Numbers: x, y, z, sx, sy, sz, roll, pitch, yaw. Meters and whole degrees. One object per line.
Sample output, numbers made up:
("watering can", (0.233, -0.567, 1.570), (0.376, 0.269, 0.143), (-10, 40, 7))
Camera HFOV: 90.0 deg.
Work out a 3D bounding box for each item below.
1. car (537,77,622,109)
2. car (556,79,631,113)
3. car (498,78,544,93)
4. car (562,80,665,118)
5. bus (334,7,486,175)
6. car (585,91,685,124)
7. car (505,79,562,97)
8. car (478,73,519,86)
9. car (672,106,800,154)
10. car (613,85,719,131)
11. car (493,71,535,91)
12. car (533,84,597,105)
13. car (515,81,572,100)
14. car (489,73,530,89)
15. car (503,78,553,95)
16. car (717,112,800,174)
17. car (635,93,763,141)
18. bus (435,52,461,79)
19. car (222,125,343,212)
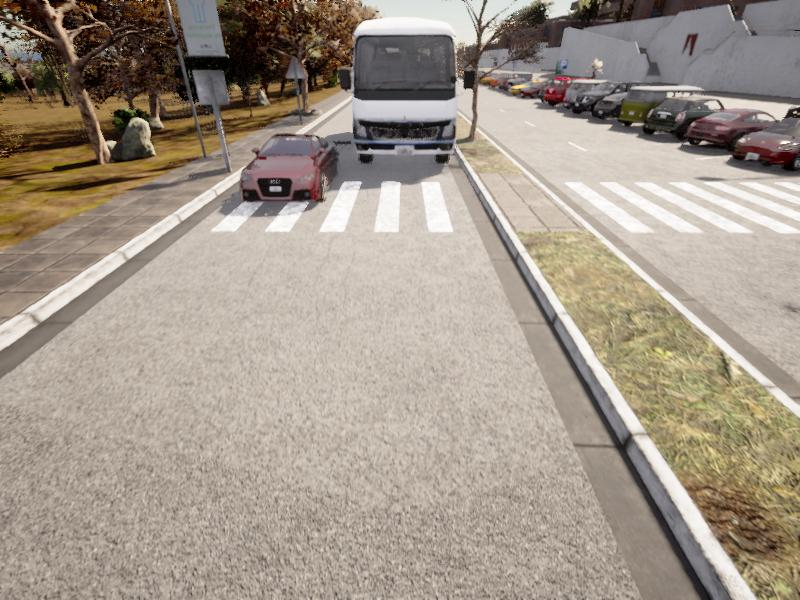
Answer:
("car", (14.146, -16.414, 31.656), (5.566, 2.045, 2.435), (-10, 32, -17))
("car", (13.994, -14.843, 29.051), (4.442, 1.987, 1.878), (-10, 33, -17))
("car", (14.213, -25.358, 47.159), (4.674, 1.452, 2.002), (-10, 33, -17))
("car", (14.061, -13.359, 26.497), (5.566, 2.045, 2.435), (-10, 32, -17))
("bus", (0.285, -8.388, 15.904), (3.944, 4.253, 10.273), (0, 31, 0))
("car", (14.060, -11.630, 24.071), (4.892, 1.521, 2.231), (-10, 32, -17))
("car", (14.012, -22.278, 41.963), (5.366, 1.575, 1.946), (-10, 33, -17))
("car", (14.111, -31.571, 57.275), (5.366, 1.575, 1.946), (-10, 33, -17))
("car", (14.011, -7.040, 16.391), (4.674, 1.452, 2.002), (-10, 32, -17))
("car", (14.161, -10.327, 21.426), (4.442, 1.987, 1.878), (-10, 32, -17))
("car", (14.129, -27.105, 49.530), (4.442, 1.987, 1.878), (-10, 33, -17))
("car", (14.130, -17.682, 34.359), (4.674, 1.452, 2.002), (-10, 32, -17))
("car", (14.140, -20.742, 39.470), (4.792, 1.488, 2.163), (-10, 33, -17))
("car", (14.224, -28.593, 52.168), (4.553, 1.767, 2.185), (-10, 33, -17))
("car", (14.227, -23.828, 44.611), (4.792, 1.488, 2.163), (-10, 33, -17))
("car", (13.973, -5.512, 13.788), (4.792, 1.488, 2.163), (-10, 32, -17))
("car", (14.004, -8.697, 18.864), (4.553, 1.767, 2.185), (-10, 32, -17))
("bus", (9.240, -46.163, 78.638), (3.944, 4.253, 10.273), (0, 31, 0))
("car", (-2.869, -3.736, 10.875), (1.994, 1.385, 4.181), (0, 31, 0))
